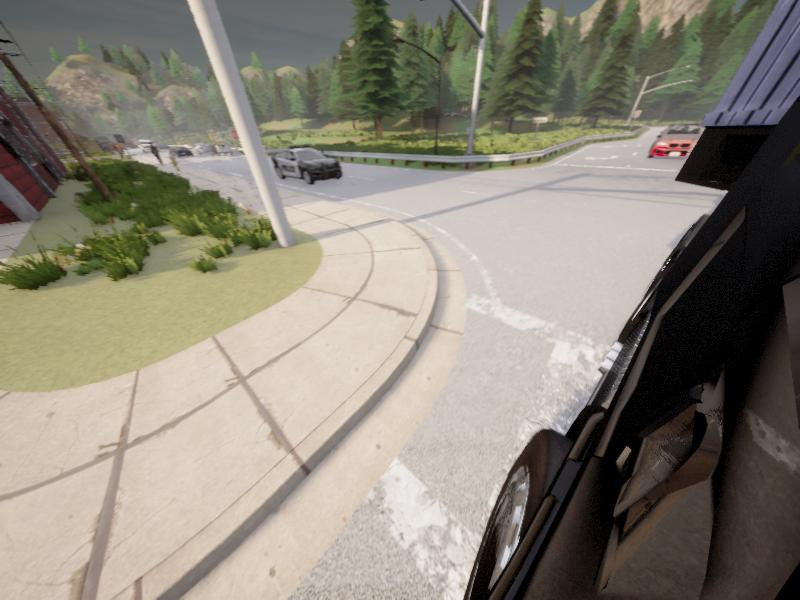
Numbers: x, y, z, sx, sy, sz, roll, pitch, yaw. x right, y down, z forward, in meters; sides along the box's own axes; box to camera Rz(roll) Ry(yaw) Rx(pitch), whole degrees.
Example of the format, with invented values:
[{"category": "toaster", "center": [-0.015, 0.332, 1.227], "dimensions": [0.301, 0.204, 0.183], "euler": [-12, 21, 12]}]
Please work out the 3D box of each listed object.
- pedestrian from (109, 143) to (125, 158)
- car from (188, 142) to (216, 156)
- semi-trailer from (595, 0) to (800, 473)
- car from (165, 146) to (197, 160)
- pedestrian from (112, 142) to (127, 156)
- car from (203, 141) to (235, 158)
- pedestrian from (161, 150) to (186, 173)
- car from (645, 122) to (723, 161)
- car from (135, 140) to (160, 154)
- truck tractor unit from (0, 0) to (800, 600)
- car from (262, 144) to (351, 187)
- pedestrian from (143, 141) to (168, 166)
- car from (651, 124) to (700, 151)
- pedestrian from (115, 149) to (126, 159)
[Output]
[{"category": "pedestrian", "center": [-44.744, -23.646, 36.509], "dimensions": [0.751, 1.860, 0.751], "euler": [27, 46, 33]}, {"category": "car", "center": [-29.675, -22.703, 34.668], "dimensions": [4.674, 1.442, 1.812], "euler": [27, 46, 33]}, {"category": "semi-trailer", "center": [10.085, -1.102, 0.792], "dimensions": [14.254, 4.402, 2.717], "euler": [1, 36, 4]}, {"category": "car", "center": [-28.702, -19.333, 30.236], "dimensions": [4.718, 1.301, 1.895], "euler": [27, 46, 33]}, {"category": "pedestrian", "center": [-46.547, -25.166, 38.396], "dimensions": [0.751, 1.860, 0.751], "euler": [27, 46, 34]}, {"category": "car", "center": [-23.544, -19.661, 30.083], "dimensions": [3.988, 1.617, 1.851], "euler": [27, 46, 33]}, {"category": "pedestrian", "center": [-16.628, -10.182, 16.960], "dimensions": [0.751, 1.300, 0.751], "euler": [29, 47, 35]}, {"category": "car", "center": [17.281, -9.893, 14.333], "dimensions": [2.242, 1.667, 4.611], "euler": [26, 46, 33]}, {"category": "car", "center": [-49.968, -30.400, 45.741], "dimensions": [5.566, 2.045, 2.150], "euler": [27, 46, 33]}, {"category": "truck tractor unit", "center": [2.645, -0.295, 0.351], "dimensions": [6.516, 4.208, 3.053], "euler": [-28, 44, -30]}, {"category": "car", "center": [-5.237, -7.575, 12.762], "dimensions": [5.238, 1.638, 1.930], "euler": [27, 46, 33]}, {"category": "pedestrian", "center": [-22.532, -13.529, 21.336], "dimensions": [0.751, 1.860, 0.751], "euler": [27, 46, 33]}, {"category": "car", "center": [21.275, -12.708, 17.992], "dimensions": [1.816, 1.474, 4.193], "euler": [26, 45, 33]}, {"category": "pedestrian", "center": [-38.635, -20.212, 31.916], "dimensions": [0.500, 1.100, 0.500], "euler": [-31, 45, -32]}]
